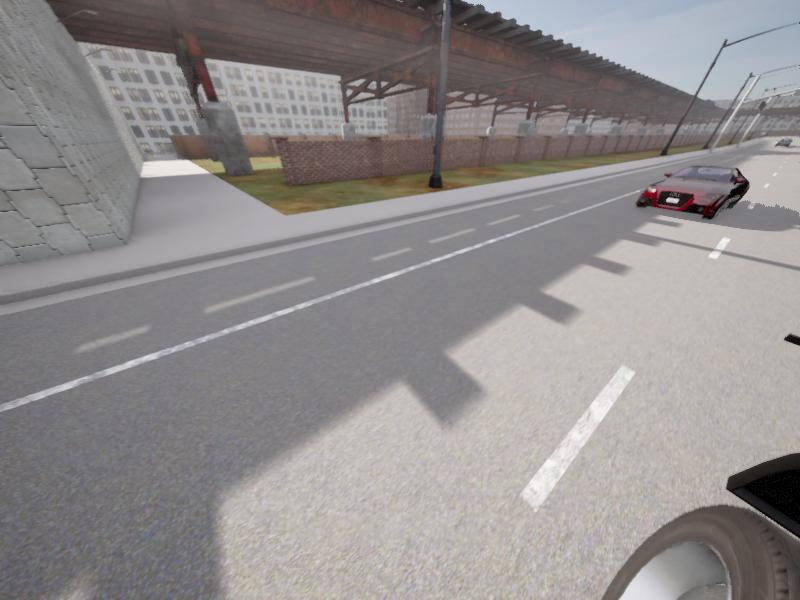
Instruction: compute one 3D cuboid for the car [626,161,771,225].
[{"bbox_3d":[10.641,-4.005,8.285,4.181,1.385,1.994,-19,39,-24],"label":"car"}]
